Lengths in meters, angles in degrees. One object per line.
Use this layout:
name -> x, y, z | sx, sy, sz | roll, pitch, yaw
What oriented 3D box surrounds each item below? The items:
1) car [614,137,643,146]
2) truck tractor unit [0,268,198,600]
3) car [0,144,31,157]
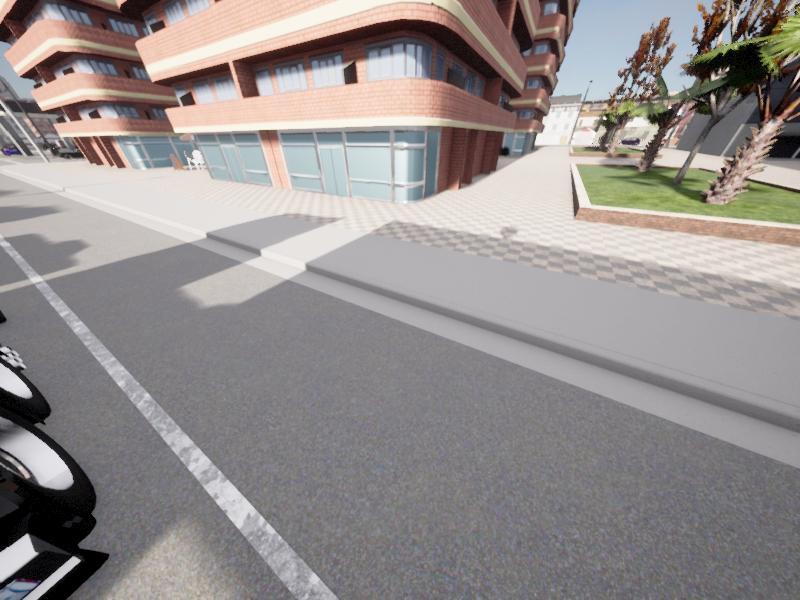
car -> 46.599, -32.330, 47.182 | 3.633, 1.501, 1.845 | 19, 39, 24
truck tractor unit -> -5.123, -0.286, 0.778 | 6.516, 4.208, 3.053 | 18, 39, 24
car -> -67.461, -26.132, 40.284 | 4.611, 1.667, 2.242 | 18, 39, 25
